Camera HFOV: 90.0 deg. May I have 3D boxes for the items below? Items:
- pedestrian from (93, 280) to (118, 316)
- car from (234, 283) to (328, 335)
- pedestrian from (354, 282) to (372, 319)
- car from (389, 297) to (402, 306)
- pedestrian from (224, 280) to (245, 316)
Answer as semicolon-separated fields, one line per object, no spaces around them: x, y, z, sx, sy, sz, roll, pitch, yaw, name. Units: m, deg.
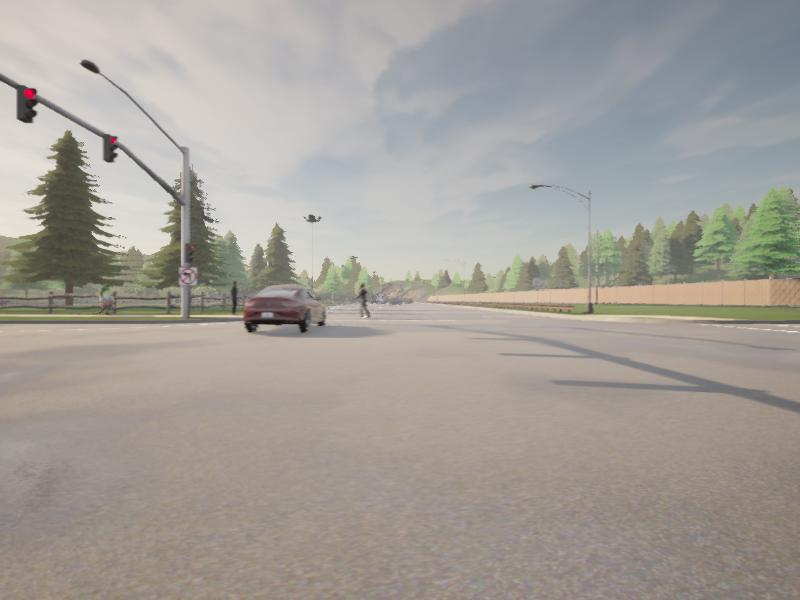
-15.694;-0.116;21.343;0.751;1.860;0.751;0;0;4;pedestrian
-3.693;0.270;13.366;1.812;1.442;4.674;0;0;-1;car
-1.909;0.035;20.754;0.751;1.860;0.751;0;0;16;pedestrian
-0.795;0.267;71.903;2.152;1.651;5.027;0;0;-1;car
-8.608;-0.116;20.869;0.751;1.860;0.751;0;0;3;pedestrian
